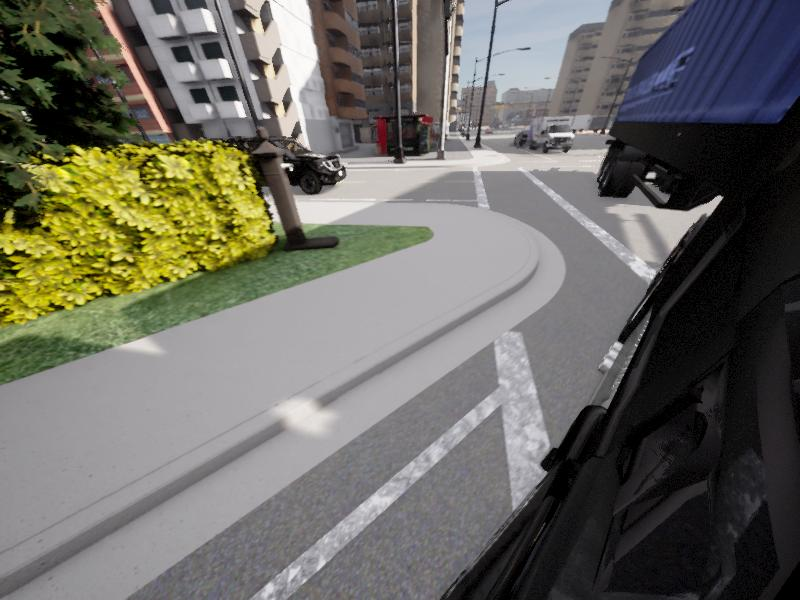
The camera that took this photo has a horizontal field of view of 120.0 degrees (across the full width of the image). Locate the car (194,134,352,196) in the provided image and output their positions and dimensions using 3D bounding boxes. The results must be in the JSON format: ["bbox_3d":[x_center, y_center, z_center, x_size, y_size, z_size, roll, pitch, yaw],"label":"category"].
[{"bbox_3d":[-5.333,-6.010,10.296,5.566,2.045,2.150,5,37,10],"label":"car"}]

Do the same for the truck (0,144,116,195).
[{"bbox_3d":[-20.448,-7.278,12.896,6.274,2.098,2.390,5,38,10],"label":"truck"}]

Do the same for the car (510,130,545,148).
[{"bbox_3d":[14.773,-18.981,27.099,2.128,1.511,4.902,4,37,9],"label":"car"}]

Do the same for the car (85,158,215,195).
[{"bbox_3d":[-12.522,-6.297,11.758,4.718,1.301,1.895,5,37,10],"label":"car"}]

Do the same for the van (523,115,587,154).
[{"bbox_3d":[13.391,-14.754,20.635,2.351,2.431,6.366,4,37,9],"label":"van"}]

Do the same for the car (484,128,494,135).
[{"bbox_3d":[28.981,-54.848,74.998,2.242,1.667,4.611,4,38,9],"label":"car"}]

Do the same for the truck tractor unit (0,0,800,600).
[{"bbox_3d":[2.645,-0.295,0.351,6.516,4.208,3.053,-28,44,-30],"label":"truck tractor unit"}]

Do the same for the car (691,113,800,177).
[{"bbox_3d":[16.756,-6.271,9.296,2.150,2.045,5.566,-16,38,-17],"label":"car"}]

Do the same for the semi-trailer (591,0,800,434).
[{"bbox_3d":[7.245,-4.315,5.265,2.717,4.402,14.254,19,42,26],"label":"semi-trailer"}]
